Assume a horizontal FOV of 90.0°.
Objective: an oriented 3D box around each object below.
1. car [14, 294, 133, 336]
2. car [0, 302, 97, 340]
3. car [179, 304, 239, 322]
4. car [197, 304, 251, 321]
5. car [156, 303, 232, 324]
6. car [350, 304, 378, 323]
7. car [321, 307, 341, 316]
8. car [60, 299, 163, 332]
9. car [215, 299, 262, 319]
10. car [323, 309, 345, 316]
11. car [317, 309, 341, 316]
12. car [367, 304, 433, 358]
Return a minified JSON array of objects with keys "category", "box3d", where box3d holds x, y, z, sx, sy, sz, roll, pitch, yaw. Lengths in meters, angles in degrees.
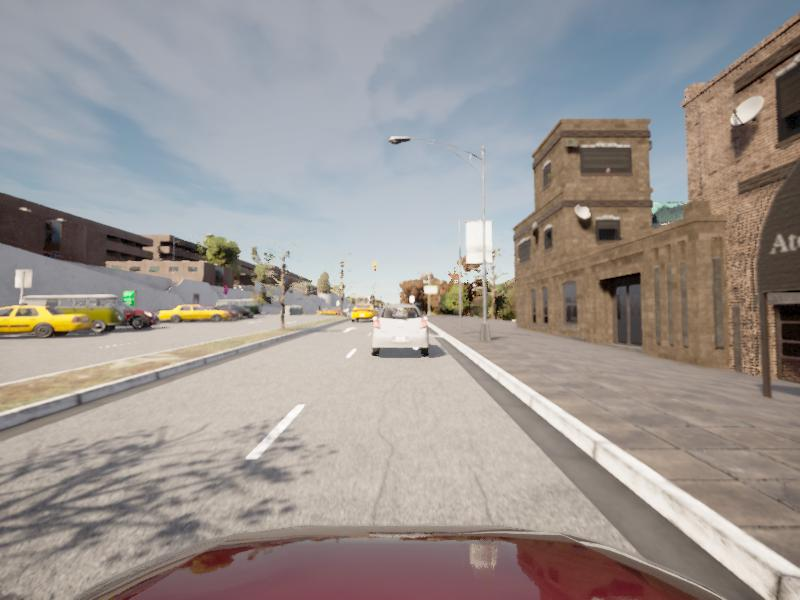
[{"category":"car","box3d":[-16.834,0.727,20.932,4.442,1.987,1.878,-1,-1,-20]},{"category":"car","box3d":[-17.115,0.925,17.840,5.366,1.575,1.946,-1,0,-20]},{"category":"car","box3d":[-16.923,1.134,35.779,4.674,1.452,2.002,-1,-1,-20]},{"category":"car","box3d":[-16.913,1.162,38.752,4.674,1.452,2.002,-1,0,-20]},{"category":"car","box3d":[-16.751,1.061,32.865,5.366,1.575,1.946,-1,-1,-20]},{"category":"car","box3d":[-2.981,1.070,34.127,1.882,1.535,5.008,0,-1,0]},{"category":"car","box3d":[-16.741,2.800,97.016,4.442,1.987,1.878,0,-2,-20]},{"category":"car","box3d":[-16.967,0.857,23.857,4.553,1.767,2.185,-1,-1,-20]},{"category":"car","box3d":[-16.808,0.923,41.779,4.442,1.987,1.878,-1,-1,-20]},{"category":"car","box3d":[-17.014,3.219,102.862,5.366,1.575,1.946,0,-2,-20]},{"category":"car","box3d":[-16.678,2.925,94.051,5.366,1.575,1.946,0,-2,-20]},{"category":"car","box3d":[0.009,0.877,12.983,1.845,1.501,3.633,0,0,0]}]
